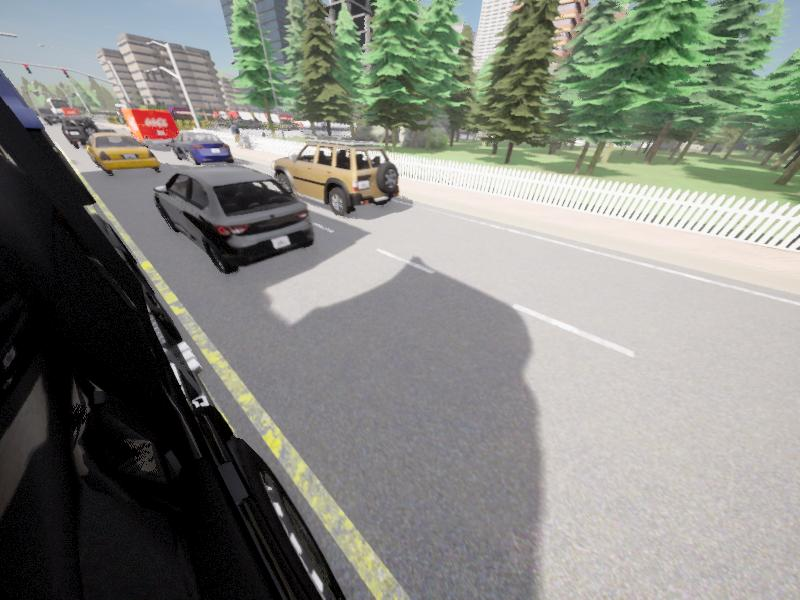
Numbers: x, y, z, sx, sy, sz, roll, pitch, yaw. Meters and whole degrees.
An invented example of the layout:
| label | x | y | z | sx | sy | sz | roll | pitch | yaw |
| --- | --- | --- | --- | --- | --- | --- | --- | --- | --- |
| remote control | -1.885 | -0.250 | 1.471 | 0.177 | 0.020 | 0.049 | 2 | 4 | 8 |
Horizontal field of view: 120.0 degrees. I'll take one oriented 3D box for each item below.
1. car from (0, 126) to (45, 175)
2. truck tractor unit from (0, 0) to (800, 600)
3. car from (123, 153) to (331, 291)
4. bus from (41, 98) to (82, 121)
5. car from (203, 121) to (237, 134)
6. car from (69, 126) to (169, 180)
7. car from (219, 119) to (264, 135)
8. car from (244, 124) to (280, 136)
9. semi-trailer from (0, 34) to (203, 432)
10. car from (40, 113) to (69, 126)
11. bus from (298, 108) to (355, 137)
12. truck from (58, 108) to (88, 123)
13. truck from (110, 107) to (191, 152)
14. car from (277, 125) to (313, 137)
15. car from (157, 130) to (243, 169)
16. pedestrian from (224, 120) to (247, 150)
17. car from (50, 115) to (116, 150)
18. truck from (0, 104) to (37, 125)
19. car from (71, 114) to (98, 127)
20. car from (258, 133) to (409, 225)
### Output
| label | x | y | z | sx | sy | sz | roll | pitch | yaw |
| --- | --- | --- | --- | --- | --- | --- | --- | --- | --- |
| car | -17.401 | -6.432 | 9.816 | 3.806 | 1.475 | 1.970 | 27 | 43 | 29 |
| truck tractor unit | -2.645 | -0.295 | 0.352 | 6.516 | 4.208 | 3.053 | 28 | 44 | 30 |
| car | -3.620 | -1.978 | 4.824 | 4.193 | 1.474 | 1.816 | 27 | 43 | 29 |
| bus | -87.922 | -49.487 | 60.035 | 10.273 | 4.253 | 3.944 | 27 | 43 | 29 |
| car | -31.038 | -29.813 | 39.916 | 1.851 | 1.617 | 3.988 | 26 | 43 | 28 |
| car | -12.980 | -6.882 | 10.628 | 5.366 | 1.575 | 1.801 | 27 | 43 | 29 |
| car | -26.960 | -29.591 | 39.521 | 2.150 | 2.045 | 5.566 | 26 | 44 | 28 |
| car | -23.237 | -28.727 | 39.068 | 2.007 | 1.525 | 4.514 | 26 | 43 | 28 |
| semi-trailer | -8.765 | -3.571 | 4.144 | 14.254 | 4.402 | 2.717 | 27 | 43 | 29 |
| car | -57.170 | -29.785 | 38.193 | 4.514 | 1.525 | 2.007 | 27 | 43 | 29 |
| bus | -14.674 | -36.312 | 47.476 | 3.944 | 4.253 | 10.273 | 26 | 42 | 28 |
| truck | -71.343 | -40.249 | 50.351 | 5.204 | 2.467 | 2.627 | 27 | 43 | 29 |
| truck | -19.227 | -13.190 | 17.868 | 5.204 | 2.467 | 2.627 | 28 | 43 | 29 |
| car | -18.044 | -29.213 | 39.971 | 1.930 | 1.638 | 5.238 | 26 | 43 | 28 |
| car | -11.577 | -8.816 | 13.384 | 4.792 | 1.488 | 2.163 | 27 | 43 | 29 |
| pedestrian | -12.983 | -13.048 | 18.313 | 0.751 | 1.860 | 0.751 | 29 | 44 | 30 |
| car | -23.359 | -12.394 | 17.011 | 4.605 | 1.855 | 1.932 | 27 | 43 | 29 |
| truck | -61.157 | -29.551 | 36.798 | 5.204 | 2.467 | 2.627 | 27 | 43 | 29 |
| car | -56.543 | -32.222 | 41.363 | 5.238 | 1.638 | 1.930 | 27 | 43 | 29 |
| car | -2.176 | -4.101 | 7.409 | 4.605 | 1.855 | 1.932 | 27 | 43 | 29 |
